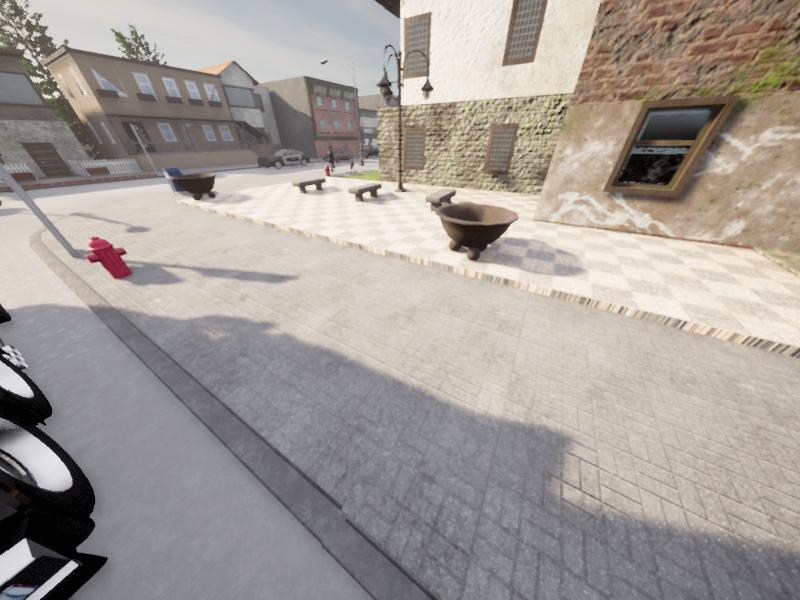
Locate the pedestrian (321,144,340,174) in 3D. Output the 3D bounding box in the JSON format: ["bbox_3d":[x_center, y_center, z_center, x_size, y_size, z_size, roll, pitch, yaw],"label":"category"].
[{"bbox_3d":[-5.147,-10.530,17.273,0.751,1.860,0.751,18,39,24],"label":"pedestrian"}]

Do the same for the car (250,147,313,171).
[{"bbox_3d":[-11.357,-13.941,22.644,1.930,1.638,5.238,18,39,24],"label":"car"}]

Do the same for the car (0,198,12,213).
[{"bbox_3d":[-17.585,-3.235,7.426,2.038,1.542,4.974,18,39,25],"label":"car"}]

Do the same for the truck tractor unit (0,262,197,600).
[{"bbox_3d":[-5.110,-0.300,0.787,6.516,4.208,3.053,18,39,24],"label":"truck tractor unit"}]

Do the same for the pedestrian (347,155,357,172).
[{"bbox_3d":[-3.796,-10.812,18.332,0.500,1.100,0.500,19,39,25],"label":"pedestrian"}]
